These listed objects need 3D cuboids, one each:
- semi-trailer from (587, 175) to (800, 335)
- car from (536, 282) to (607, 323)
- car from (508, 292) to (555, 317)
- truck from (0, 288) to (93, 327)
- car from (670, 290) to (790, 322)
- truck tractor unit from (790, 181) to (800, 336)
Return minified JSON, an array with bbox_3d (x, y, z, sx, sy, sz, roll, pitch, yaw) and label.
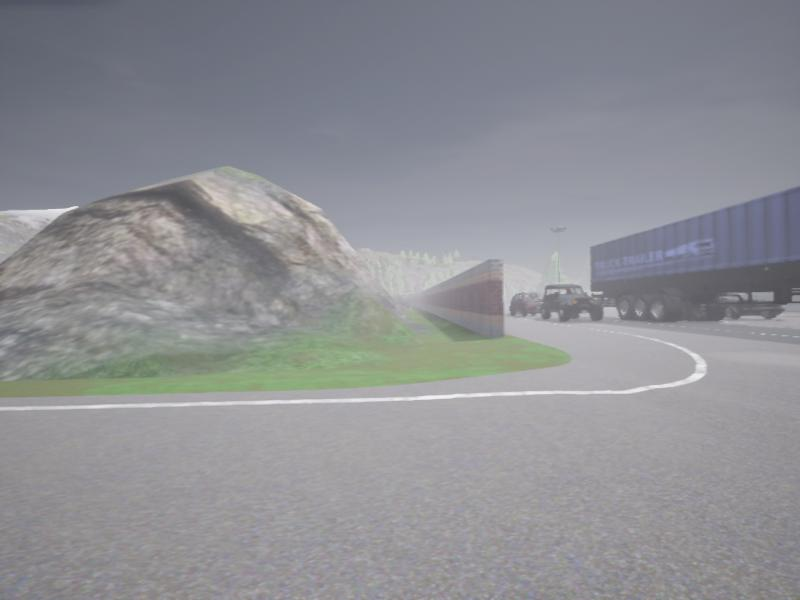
[{"bbox_3d":[12.249,-1.237,15.731,2.717,4.402,14.254,-1,0,-1],"label":"semi-trailer"},{"bbox_3d":[8.711,0.109,20.672,1.905,1.878,3.866,-1,0,-1],"label":"car"},{"bbox_3d":[8.615,0.294,26.567,1.789,1.549,3.705,-1,0,-1],"label":"car"},{"bbox_3d":[-24.965,0.492,28.245,2.627,2.467,5.204,-1,0,-1],"label":"truck"},{"bbox_3d":[15.724,0.267,19.493,1.895,1.301,4.718,-1,0,-1],"label":"car"},{"bbox_3d":[12.413,-1.166,7.817,3.053,4.208,6.516,-1,0,-1],"label":"truck tractor unit"}]
